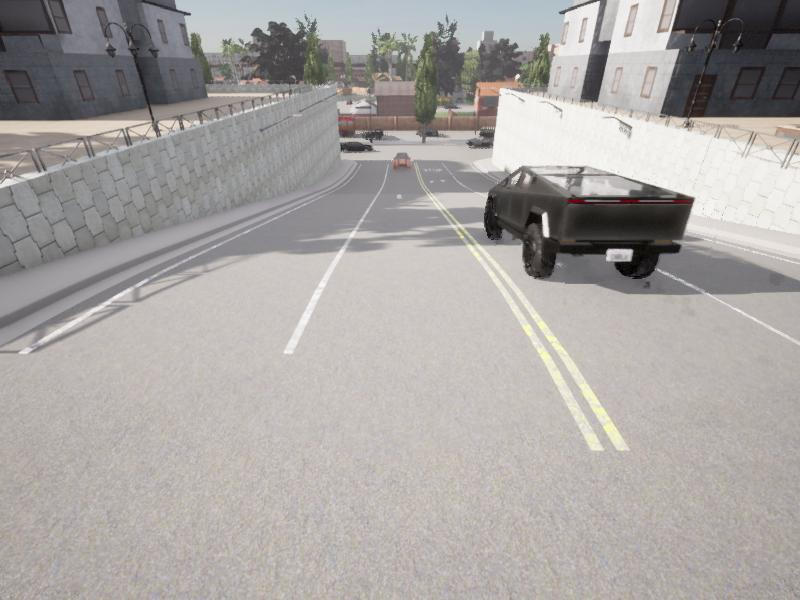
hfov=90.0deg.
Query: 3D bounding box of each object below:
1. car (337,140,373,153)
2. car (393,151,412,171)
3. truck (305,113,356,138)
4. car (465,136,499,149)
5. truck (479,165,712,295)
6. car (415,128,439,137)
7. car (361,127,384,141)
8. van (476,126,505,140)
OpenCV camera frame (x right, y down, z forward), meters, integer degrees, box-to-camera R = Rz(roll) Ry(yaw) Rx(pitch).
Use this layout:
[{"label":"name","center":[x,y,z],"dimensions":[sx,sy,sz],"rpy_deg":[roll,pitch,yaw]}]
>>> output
[{"label":"car","center":[-6.589,-22.714,59.223],"dimensions":[5.008,1.535,1.882],"rpy_deg":[0,30,0]},{"label":"car","center":[0.254,-16.447,47.227],"dimensions":[2.097,1.767,4.553],"rpy_deg":[-1,25,0]},{"label":"truck","center":[-12.280,-31.263,71.590],"dimensions":[8.468,3.827,2.891],"rpy_deg":[0,30,0]},{"label":"car","center":[12.717,-24.490,62.297],"dimensions":[4.902,1.511,2.128],"rpy_deg":[0,30,0]},{"label":"truck","center":[3.765,-2.123,9.654],"dimensions":[2.390,2.098,6.274],"rpy_deg":[0,19,0]},{"label":"car","center":[4.910,-30.245,72.234],"dimensions":[4.181,1.385,1.994],"rpy_deg":[0,30,0]},{"label":"car","center":[-4.741,-28.664,69.075],"dimensions":[3.866,1.878,1.905],"rpy_deg":[0,30,0]},{"label":"van","center":[15.653,-28.772,69.075],"dimensions":[4.442,1.987,1.775],"rpy_deg":[0,30,0]}]
